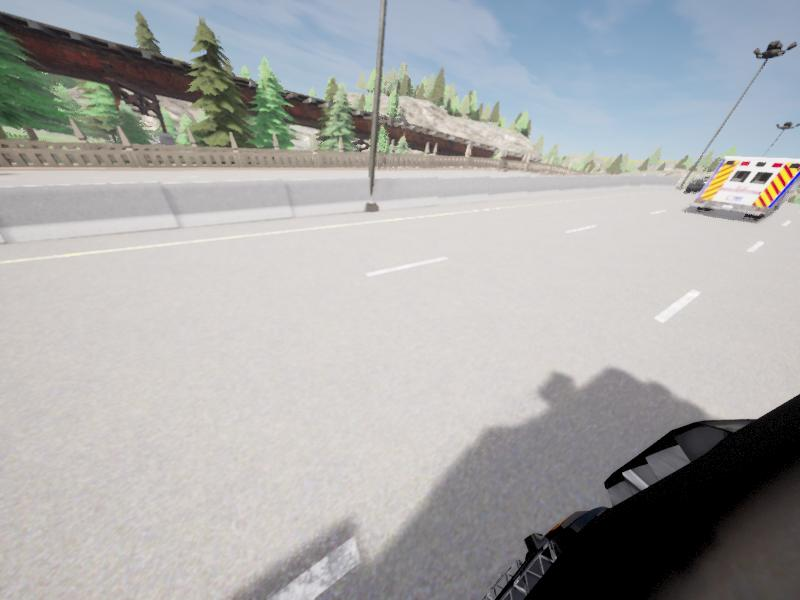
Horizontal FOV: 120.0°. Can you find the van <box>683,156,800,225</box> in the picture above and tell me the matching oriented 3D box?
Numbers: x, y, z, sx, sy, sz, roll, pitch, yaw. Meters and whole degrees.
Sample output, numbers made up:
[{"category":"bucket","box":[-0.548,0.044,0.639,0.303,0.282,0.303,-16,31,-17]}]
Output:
[{"category":"van","box":[17.673,-5.613,11.548,6.366,2.431,2.351,-16,38,-26]}]

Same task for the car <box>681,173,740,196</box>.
[{"category":"car","box":[26.570,-9.860,19.778,3.806,1.475,1.970,-14,37,-27]}]
